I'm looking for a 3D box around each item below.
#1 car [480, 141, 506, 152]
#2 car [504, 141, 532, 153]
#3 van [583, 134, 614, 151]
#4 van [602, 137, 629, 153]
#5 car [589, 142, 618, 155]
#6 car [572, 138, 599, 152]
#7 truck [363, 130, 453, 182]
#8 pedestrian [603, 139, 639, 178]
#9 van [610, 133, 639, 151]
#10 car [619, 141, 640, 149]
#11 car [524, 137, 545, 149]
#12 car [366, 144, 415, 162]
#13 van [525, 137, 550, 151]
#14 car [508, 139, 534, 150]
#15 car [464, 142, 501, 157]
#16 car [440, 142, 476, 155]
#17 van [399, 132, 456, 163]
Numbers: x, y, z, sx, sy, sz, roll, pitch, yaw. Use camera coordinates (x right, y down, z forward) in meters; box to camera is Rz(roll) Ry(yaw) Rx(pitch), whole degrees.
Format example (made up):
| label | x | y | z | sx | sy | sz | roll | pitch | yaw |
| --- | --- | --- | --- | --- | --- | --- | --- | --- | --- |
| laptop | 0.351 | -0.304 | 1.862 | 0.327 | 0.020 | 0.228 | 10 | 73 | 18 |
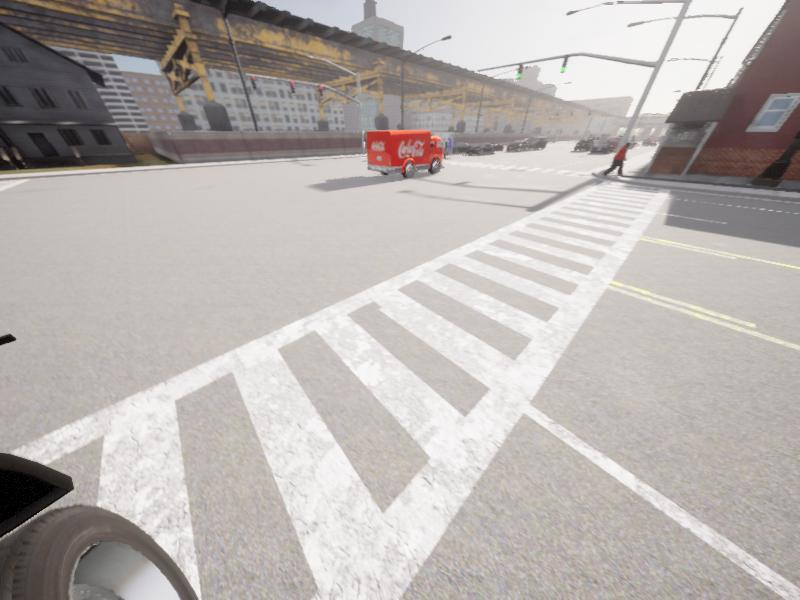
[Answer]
| label | x | y | z | sx | sy | sz | roll | pitch | yaw |
| --- | --- | --- | --- | --- | --- | --- | --- | --- | --- |
| car | 15.443 | -25.426 | 38.249 | 4.181 | 1.385 | 1.994 | -29 | 44 | -34 |
| car | 18.911 | -24.576 | 36.954 | 4.892 | 1.490 | 1.837 | -28 | 44 | -34 |
| van | 36.231 | -28.790 | 42.033 | 6.366 | 2.431 | 2.351 | -28 | 44 | -34 |
| van | 34.511 | -24.905 | 36.971 | 4.442 | 1.987 | 1.775 | -29 | 44 | -34 |
| car | 29.152 | -21.742 | 33.086 | 4.181 | 1.385 | 1.994 | -28 | 44 | -33 |
| car | 30.399 | -25.403 | 37.769 | 4.605 | 1.855 | 1.932 | -28 | 44 | -34 |
| truck | 0.624 | -9.481 | 15.003 | 5.204 | 2.467 | 2.627 | -28 | 44 | -34 |
| pedestrian | 12.811 | -8.192 | 13.410 | 0.751 | 1.860 | 0.751 | -30 | 45 | -35 |
| van | 39.510 | -27.842 | 40.608 | 5.915 | 2.561 | 1.988 | -28 | 44 | -34 |
| car | 45.013 | -30.397 | 45.248 | 4.718 | 1.301 | 1.895 | -27 | 44 | -33 |
| car | 27.477 | -32.171 | 47.232 | 3.866 | 1.878 | 1.905 | -29 | 44 | -34 |
| car | -0.987 | -16.521 | 25.781 | 5.357 | 1.411 | 2.033 | -28 | 44 | -34 |
| van | 24.434 | -27.775 | 40.998 | 4.442 | 1.987 | 1.775 | -29 | 44 | -34 |
| car | 23.004 | -29.651 | 43.900 | 4.611 | 1.667 | 2.242 | -28 | 44 | -34 |
| car | 11.078 | -20.284 | 31.038 | 5.357 | 1.411 | 2.033 | -29 | 44 | -34 |
| car | 8.325 | -21.576 | 32.847 | 5.357 | 1.411 | 2.033 | -28 | 44 | -34 |
| van | 3.005 | -16.143 | 24.360 | 2.351 | 2.431 | 6.366 | 29 | 45 | 34 |
